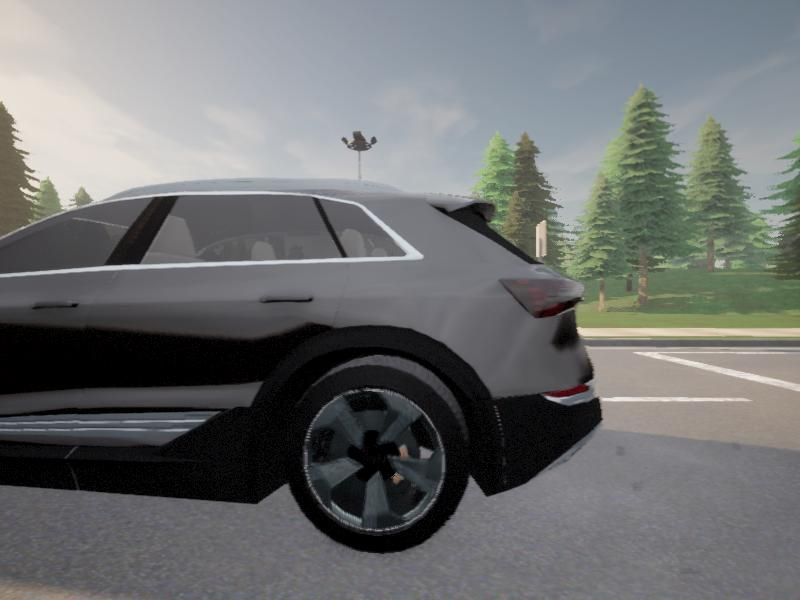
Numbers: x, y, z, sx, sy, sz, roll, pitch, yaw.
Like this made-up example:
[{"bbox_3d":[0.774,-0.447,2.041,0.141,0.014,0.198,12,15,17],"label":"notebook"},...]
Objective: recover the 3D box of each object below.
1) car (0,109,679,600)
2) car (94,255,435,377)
[{"bbox_3d":[-1.351,0.180,2.655,4.856,1.649,2.033,0,0,8],"label":"car"},{"bbox_3d":[-2.038,0.226,6.577,4.974,1.542,2.038,0,0,13],"label":"car"}]
